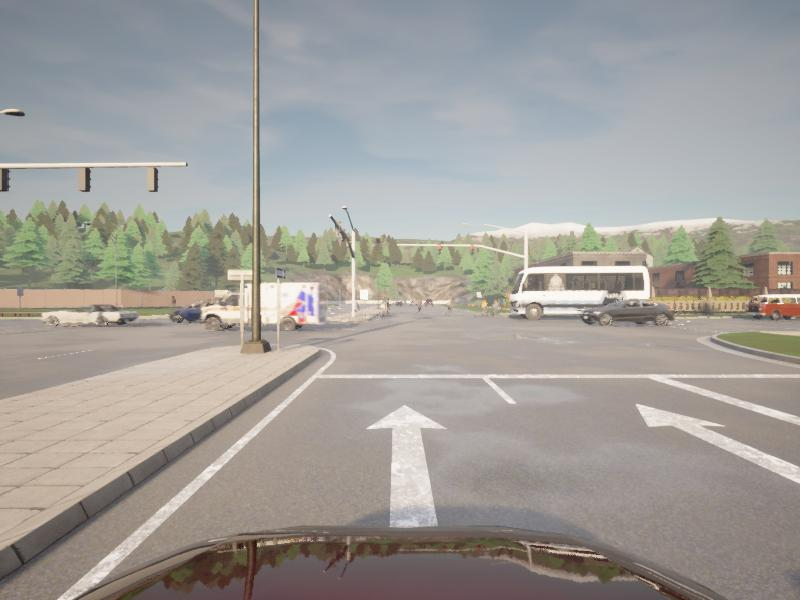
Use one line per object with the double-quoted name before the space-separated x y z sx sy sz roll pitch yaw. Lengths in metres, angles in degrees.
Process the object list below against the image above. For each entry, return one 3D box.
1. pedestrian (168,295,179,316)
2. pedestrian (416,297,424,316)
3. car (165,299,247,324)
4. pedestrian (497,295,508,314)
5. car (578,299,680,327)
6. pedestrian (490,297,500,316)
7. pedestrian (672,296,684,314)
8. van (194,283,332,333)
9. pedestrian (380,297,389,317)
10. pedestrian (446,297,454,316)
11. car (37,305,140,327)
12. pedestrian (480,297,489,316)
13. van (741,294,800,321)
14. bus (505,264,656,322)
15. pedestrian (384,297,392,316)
"pedestrian" -20.498 0.485 36.152 0.751 1.860 0.751 0 0 -38
"pedestrian" 2.004 0.680 39.555 0.751 1.860 0.751 0 0 3
"car" -13.341 0.756 27.733 4.611 1.667 2.242 0 0 -1
"pedestrian" 10.254 0.485 39.909 0.751 1.860 0.751 0 0 -23
"car" 13.914 0.780 24.565 5.027 1.651 2.152 0 0 -1
"pedestrian" 9.462 0.637 39.809 0.751 1.860 0.751 0 0 -6
"pedestrian" 29.042 0.485 41.783 0.751 1.860 0.751 0 0 0
"van" -6.916 0.378 20.814 6.366 2.431 2.351 0 0 -1
"pedestrian" -1.428 0.639 37.486 0.751 1.860 0.751 0 0 3
"pedestrian" 4.835 0.637 39.061 0.751 1.860 0.751 0 0 5
"car" -18.701 0.944 24.168 4.718 1.301 1.895 0 0 -1
"pedestrian" 8.179 0.637 38.687 0.751 1.860 0.751 0 0 3
"van" 30.214 0.571 31.764 4.480 2.038 2.069 0 0 -1
"bus" 13.968 -0.534 31.938 10.273 4.253 3.944 0 0 6
"pedestrian" -1.186 0.637 39.068 0.751 1.860 0.751 0 0 -4
